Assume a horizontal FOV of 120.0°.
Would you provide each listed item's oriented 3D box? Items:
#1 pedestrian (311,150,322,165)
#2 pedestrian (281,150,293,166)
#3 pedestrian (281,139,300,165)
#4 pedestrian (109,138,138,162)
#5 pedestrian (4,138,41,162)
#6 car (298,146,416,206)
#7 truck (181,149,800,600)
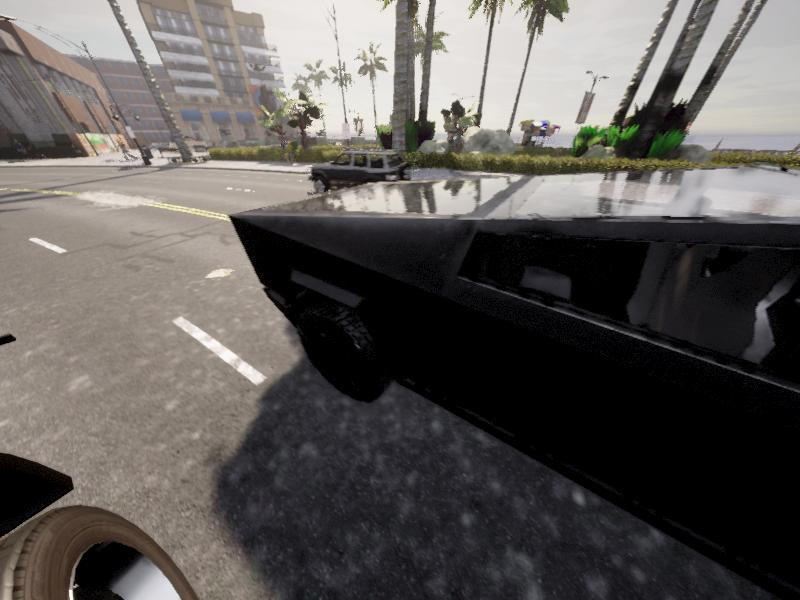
[{"bbox_3d":[-7.295,-12.424,20.115,0.500,1.100,0.500,7,36,10],"label":"pedestrian"},{"bbox_3d":[-9.574,-12.059,19.598,0.500,1.100,0.500,14,38,19],"label":"pedestrian"},{"bbox_3d":[-9.392,-12.749,19.913,0.751,1.860,0.751,11,37,16],"label":"pedestrian"},{"bbox_3d":[-26.722,-14.510,22.376,0.751,1.860,0.751,-2,35,-2],"label":"pedestrian"},{"bbox_3d":[-35.934,-14.257,22.010,0.751,1.860,0.751,-1,35,-2],"label":"pedestrian"},{"bbox_3d":[-1.820,-5.596,10.140,4.605,1.855,1.932,17,39,22],"label":"car"},{"bbox_3d":[1.611,0.191,1.805,6.274,2.098,2.390,21,40,26],"label":"truck"}]
